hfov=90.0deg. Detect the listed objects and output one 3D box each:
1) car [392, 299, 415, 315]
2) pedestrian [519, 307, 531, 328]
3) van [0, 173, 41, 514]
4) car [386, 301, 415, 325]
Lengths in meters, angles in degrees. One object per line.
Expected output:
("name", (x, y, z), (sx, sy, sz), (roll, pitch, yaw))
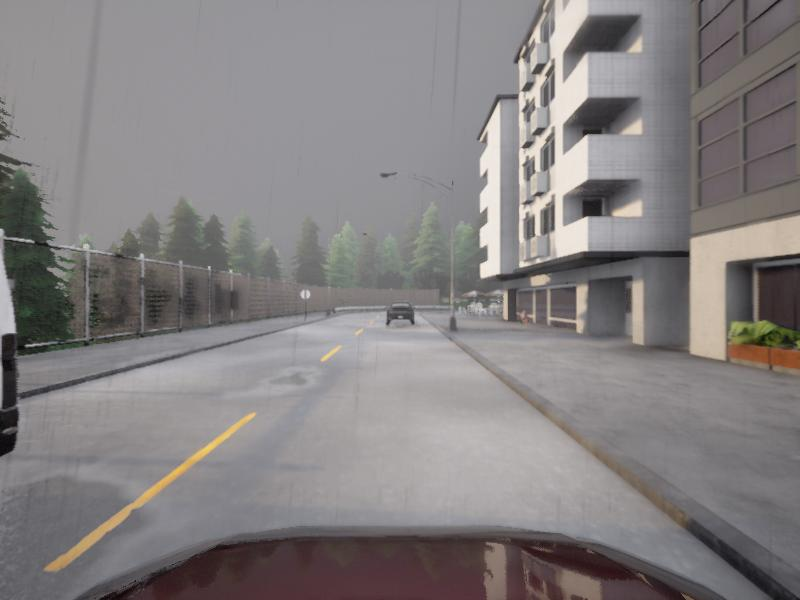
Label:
("car", (0.406, 0.774, 44.204), (2.152, 1.651, 5.027), (0, 0, 5))
("pedestrian", (6.730, 0.934, 21.568), (0.500, 1.100, 0.500), (0, 0, 3))
("van", (-4.002, 0.322, 0.386), (1.988, 2.561, 5.915), (0, 0, 0))
("car", (0.029, 0.840, 27.947), (1.837, 1.490, 4.892), (0, 0, 0))
